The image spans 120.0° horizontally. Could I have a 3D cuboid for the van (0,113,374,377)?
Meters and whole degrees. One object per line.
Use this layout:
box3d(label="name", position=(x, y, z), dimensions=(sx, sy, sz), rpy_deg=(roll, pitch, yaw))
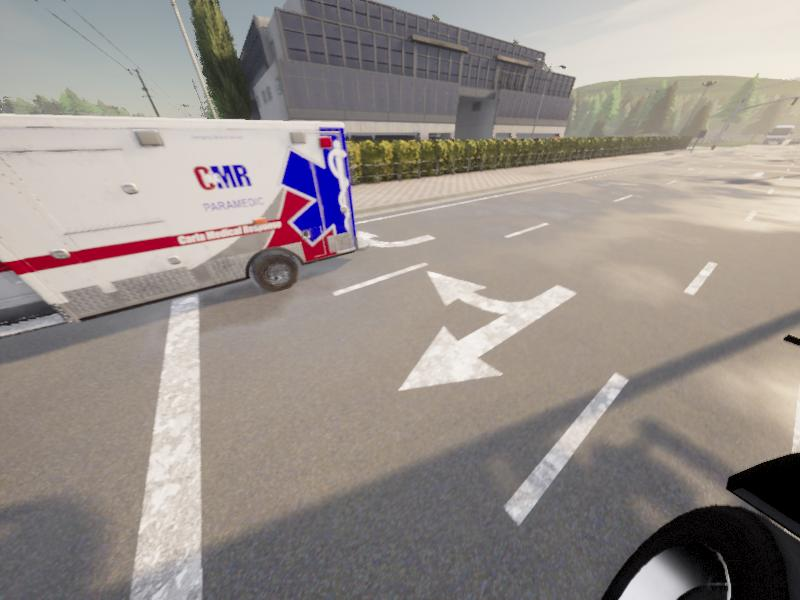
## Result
box3d(label="van", position=(-3.851, -1.237, 3.578), dimensions=(6.366, 2.431, 2.351), rpy_deg=(-22, 41, -27))

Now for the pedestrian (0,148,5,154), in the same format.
box3d(label="pedestrian", position=(-69.413, -25.903, 39.697), dimensions=(0.751, 1.300, 0.751), rpy_deg=(-21, 40, -26))

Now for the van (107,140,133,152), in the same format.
box3d(label="van", position=(-57.547, -31.778, 47.584), dimensions=(2.069, 2.038, 4.480), rpy_deg=(-21, 40, -27))

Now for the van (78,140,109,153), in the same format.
box3d(label="van", position=(-59.722, -30.007, 45.096), dimensions=(2.069, 2.038, 4.480), rpy_deg=(-21, 40, -27))

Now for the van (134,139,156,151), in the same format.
box3d(label="van", position=(-56.088, -34.170, 50.957), dimensions=(2.069, 2.038, 4.480), rpy_deg=(-21, 40, -27))
